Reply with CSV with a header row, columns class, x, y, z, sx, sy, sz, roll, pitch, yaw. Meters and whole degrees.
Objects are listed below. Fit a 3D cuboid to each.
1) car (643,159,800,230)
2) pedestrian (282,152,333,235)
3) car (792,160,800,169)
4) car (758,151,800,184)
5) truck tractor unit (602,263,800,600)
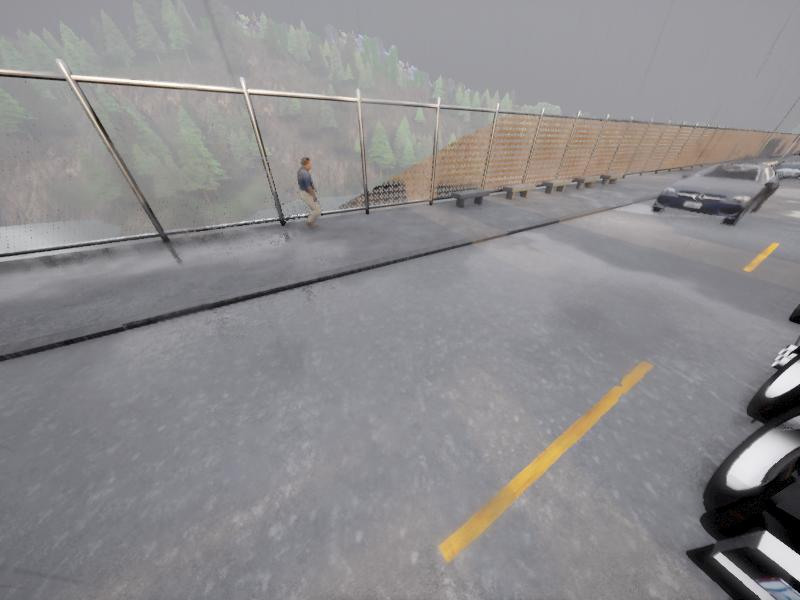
class,x,y,z,sx,sy,sz,roll,pitch,yaw
car,11.924,-4.108,8.559,5.027,1.651,2.152,-18,39,-24
pedestrian,-2.439,-2.836,6.203,0.751,1.860,0.751,-20,40,-26
car,41.630,-13.832,22.682,4.611,1.667,2.242,-18,39,-24
car,28.091,-9.393,16.249,4.856,1.649,2.033,-19,39,-24
truck tractor unit,5.108,-0.303,0.785,6.516,4.208,3.053,-18,39,-24
